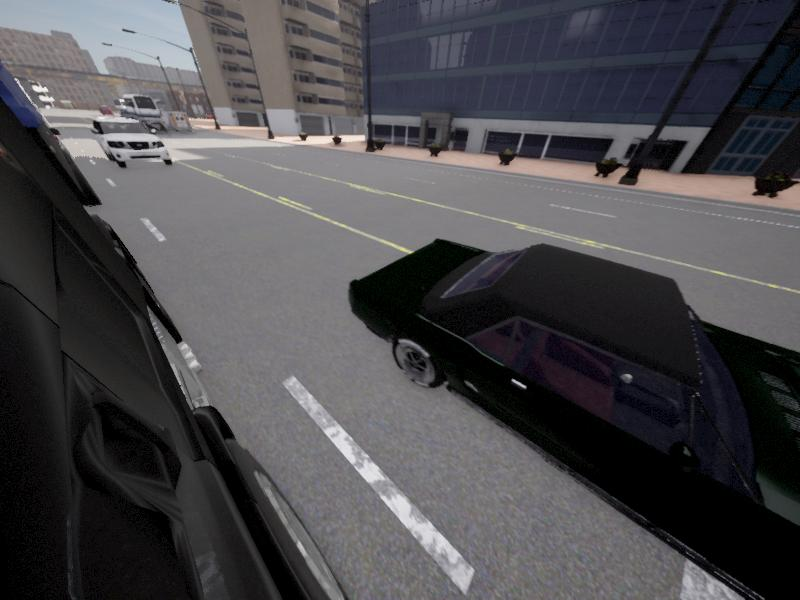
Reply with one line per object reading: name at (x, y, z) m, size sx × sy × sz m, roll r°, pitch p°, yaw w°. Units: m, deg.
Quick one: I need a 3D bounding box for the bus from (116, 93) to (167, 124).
bus at (-52.287, -38.701, 46.708) m, size 10.273 × 4.253 × 3.944 m, roll 30°, pitch 45°, yaw 29°

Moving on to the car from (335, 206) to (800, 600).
car at (1.776, 0.532, 1.970) m, size 4.718 × 1.301 × 1.895 m, roll 28°, pitch 44°, yaw 30°

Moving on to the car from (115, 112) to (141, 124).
car at (-50.819, -33.950, 43.132) m, size 5.357 × 1.411 × 2.033 m, roll 30°, pitch 45°, yaw 28°

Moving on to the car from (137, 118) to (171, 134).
car at (-35.991, -25.496, 33.791) m, size 4.902 × 1.511 × 2.128 m, roll 29°, pitch 44°, yaw 29°

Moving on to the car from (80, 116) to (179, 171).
car at (-14.784, -8.650, 12.602) m, size 5.566 × 2.045 × 2.150 m, roll 28°, pitch 43°, yaw 30°

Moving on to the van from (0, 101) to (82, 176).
van at (-18.121, -7.838, 10.995) m, size 6.366 × 2.431 × 2.351 m, roll 28°, pitch 44°, yaw 30°

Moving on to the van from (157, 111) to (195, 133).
van at (-36.101, -28.748, 37.217) m, size 6.366 × 2.431 × 2.351 m, roll 30°, pitch 44°, yaw 29°

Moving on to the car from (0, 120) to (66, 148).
car at (-28.411, -12.978, 17.989) m, size 4.902 × 1.511 × 2.128 m, roll 28°, pitch 44°, yaw 30°

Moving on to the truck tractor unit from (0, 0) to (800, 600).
truck tractor unit at (-2.645, -0.295, 0.351) m, size 6.516 × 4.208 × 3.053 m, roll 28°, pitch 44°, yaw 30°

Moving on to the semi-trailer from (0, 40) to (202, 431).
semi-trailer at (-8.726, -3.578, 4.211) m, size 14.254 × 4.402 × 2.717 m, roll 28°, pitch 44°, yaw 30°
